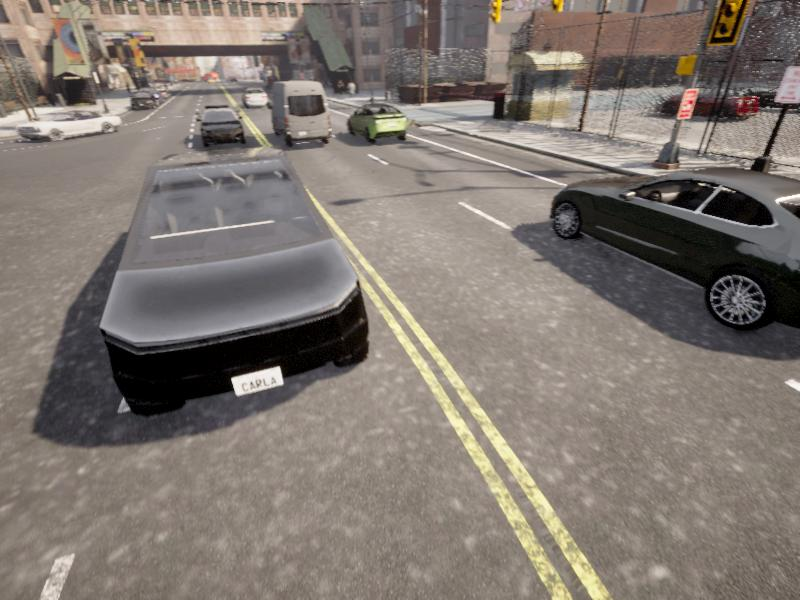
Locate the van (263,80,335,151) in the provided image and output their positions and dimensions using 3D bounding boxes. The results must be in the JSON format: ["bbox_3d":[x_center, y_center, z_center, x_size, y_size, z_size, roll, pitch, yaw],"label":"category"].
[{"bbox_3d":[-5.002,-9.098,19.315,1.988,2.561,5.915,-13,32,-19],"label":"van"}]

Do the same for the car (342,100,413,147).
[{"bbox_3d":[-1.187,-8.689,19.459,2.007,1.525,4.514,-13,32,-18],"label":"car"}]

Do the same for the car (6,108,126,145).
[{"bbox_3d":[-18.200,-9.705,22.142,1.895,1.301,4.718,9,32,17],"label":"car"}]

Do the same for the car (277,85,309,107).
[{"bbox_3d":[-10.461,-19.898,38.935,2.033,1.649,4.856,-13,32,-18],"label":"car"}]

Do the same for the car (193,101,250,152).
[{"bbox_3d":[-8.709,-8.564,19.446,1.930,1.638,5.238,-13,32,-19],"label":"car"}]

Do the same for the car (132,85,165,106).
[{"bbox_3d":[-27.329,-22.341,43.669,2.185,1.767,4.553,-13,32,-19],"label":"car"}]

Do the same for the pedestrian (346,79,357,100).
[{"bbox_3d":[-5.023,-21.834,41.441,0.751,1.860,0.751,-19,35,-27],"label":"pedestrian"}]

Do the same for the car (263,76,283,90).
[{"bbox_3d":[-23.138,-39.455,72.540,2.435,2.045,5.566,-13,32,-19],"label":"car"}]

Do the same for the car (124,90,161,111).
[{"bbox_3d":[-24.739,-19.313,38.626,2.097,1.535,5.008,-13,32,-19],"label":"car"}]

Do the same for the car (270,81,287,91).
[{"bbox_3d":[-20.258,-35.754,66.809,1.895,1.301,4.718,-13,32,-19],"label":"car"}]

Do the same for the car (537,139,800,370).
[{"bbox_3d":[4.752,-1.258,6.393,2.152,1.651,5.027,-11,31,-15],"label":"car"}]

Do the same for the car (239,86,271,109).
[{"bbox_3d":[-13.896,-19.412,38.206,2.242,1.667,4.611,-13,32,-19],"label":"car"}]

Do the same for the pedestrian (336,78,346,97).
[{"bbox_3d":[-6.712,-24.158,45.491,0.751,1.860,0.751,-16,33,-23],"label":"pedestrian"}]

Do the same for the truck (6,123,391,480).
[{"bbox_3d":[-2.360,-1.036,5.838,2.390,2.098,6.274,-12,32,-17],"label":"truck"}]

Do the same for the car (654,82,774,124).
[{"bbox_3d":[17.289,-11.132,22.407,2.185,1.767,4.553,-13,32,-19],"label":"car"}]
